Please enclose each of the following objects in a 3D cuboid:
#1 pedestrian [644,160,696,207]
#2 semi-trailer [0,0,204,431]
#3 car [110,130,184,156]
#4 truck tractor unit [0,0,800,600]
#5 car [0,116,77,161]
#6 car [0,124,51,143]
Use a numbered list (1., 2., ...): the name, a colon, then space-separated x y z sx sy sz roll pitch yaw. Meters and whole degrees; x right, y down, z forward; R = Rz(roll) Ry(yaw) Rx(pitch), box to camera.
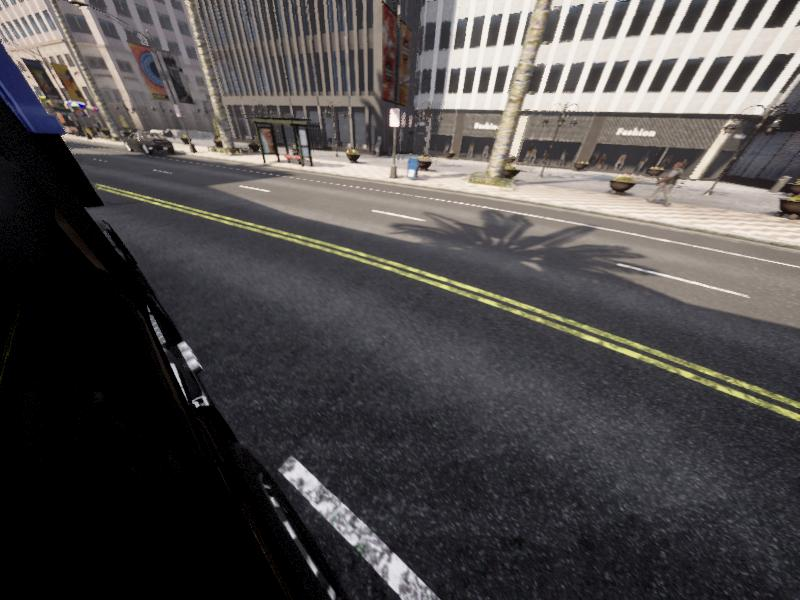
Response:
1. pedestrian: 12.743 -5.508 10.949 0.751 1.860 0.751 -22 42 -31
2. semi-trailer: -8.918 -3.409 4.057 14.254 4.402 2.717 25 40 28
3. car: -21.662 -13.504 19.829 4.892 1.521 2.231 18 37 19
4. truck tractor unit: -2.645 -0.295 0.351 6.516 4.208 3.053 28 44 30
5. car: -23.892 -10.232 14.516 5.566 2.045 2.150 18 37 19
6. car: -37.278 -16.374 22.716 4.718 1.301 1.895 18 37 19
